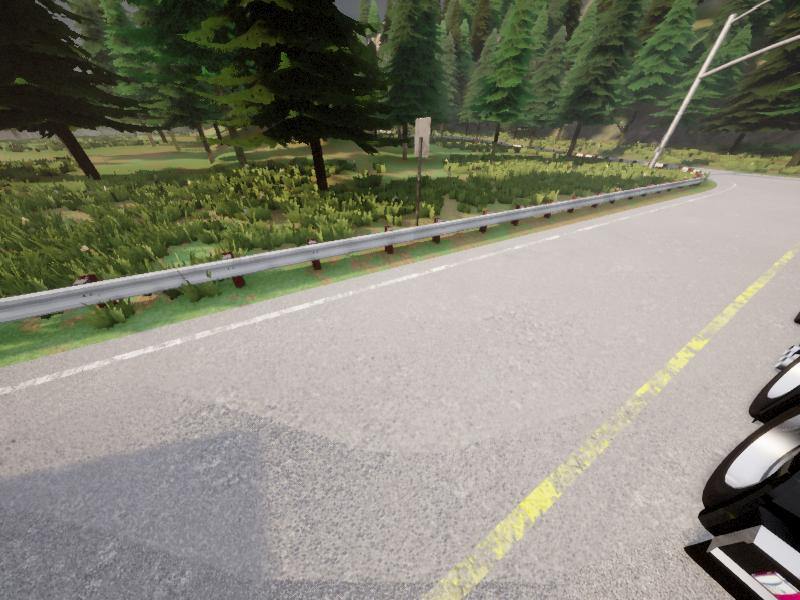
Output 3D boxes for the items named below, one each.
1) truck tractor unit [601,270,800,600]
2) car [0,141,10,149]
[{"bbox_3d":[5.120,-0.292,0.768,6.516,4.208,3.053,-18,39,-24],"label":"truck tractor unit"},{"bbox_3d":[-95.248,-35.712,53.320,5.008,1.535,1.882,-18,39,-25],"label":"car"}]
